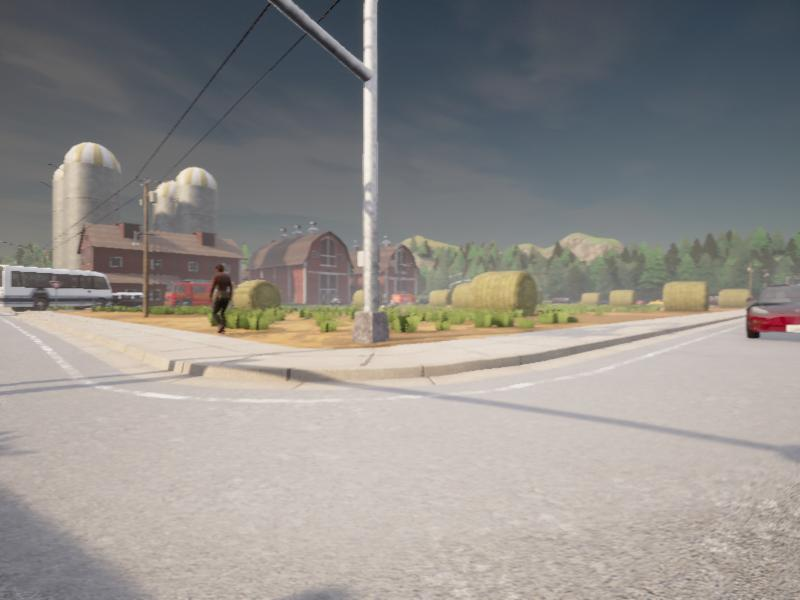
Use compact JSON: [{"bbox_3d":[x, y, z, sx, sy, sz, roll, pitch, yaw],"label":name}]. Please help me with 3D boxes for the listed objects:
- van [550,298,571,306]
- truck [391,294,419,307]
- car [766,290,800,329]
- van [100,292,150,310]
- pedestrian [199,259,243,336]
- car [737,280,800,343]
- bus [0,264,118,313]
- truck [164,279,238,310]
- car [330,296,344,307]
[{"bbox_3d":[38.660,0.472,96.290,4.442,1.987,1.775,0,0,43],"label":"van"},{"bbox_3d":[1.045,0.108,78.691,2.627,2.467,5.204,0,0,42],"label":"truck"},{"bbox_3d":[16.375,0.347,16.148,5.357,1.411,2.033,0,0,-44],"label":"car"},{"bbox_3d":[-32.414,0.165,47.254,2.069,2.038,4.480,0,0,43],"label":"van"},{"bbox_3d":[-4.524,-0.063,10.117,0.751,1.860,0.751,0,0,40],"label":"pedestrian"},{"bbox_3d":[11.052,0.278,11.047,4.792,1.488,2.163,0,0,-44],"label":"car"},{"bbox_3d":[-34.354,-0.972,39.674,3.944,4.253,10.273,0,0,15],"label":"bus"},{"bbox_3d":[-26.516,-0.694,53.717,2.891,3.827,8.468,0,0,42],"label":"truck"},{"bbox_3d":[-11.904,0.223,75.881,1.905,1.878,3.866,6,2,0],"label":"car"}]
